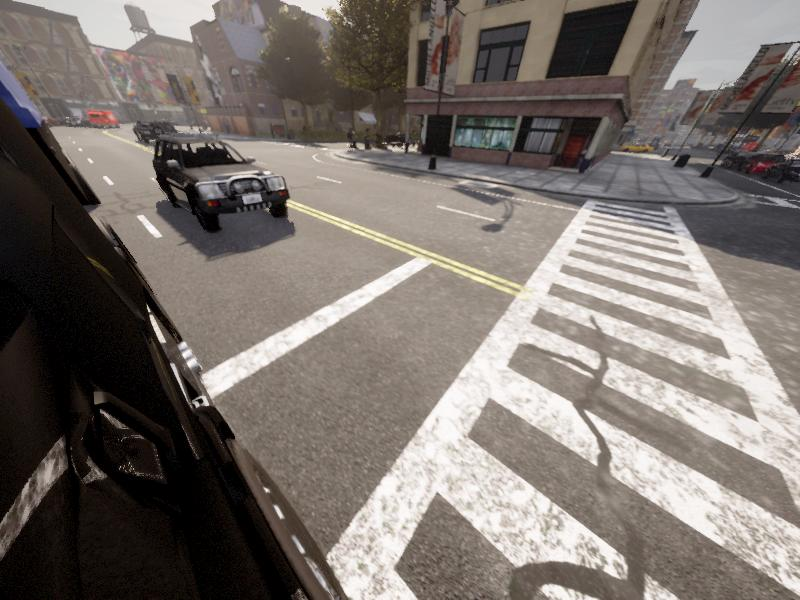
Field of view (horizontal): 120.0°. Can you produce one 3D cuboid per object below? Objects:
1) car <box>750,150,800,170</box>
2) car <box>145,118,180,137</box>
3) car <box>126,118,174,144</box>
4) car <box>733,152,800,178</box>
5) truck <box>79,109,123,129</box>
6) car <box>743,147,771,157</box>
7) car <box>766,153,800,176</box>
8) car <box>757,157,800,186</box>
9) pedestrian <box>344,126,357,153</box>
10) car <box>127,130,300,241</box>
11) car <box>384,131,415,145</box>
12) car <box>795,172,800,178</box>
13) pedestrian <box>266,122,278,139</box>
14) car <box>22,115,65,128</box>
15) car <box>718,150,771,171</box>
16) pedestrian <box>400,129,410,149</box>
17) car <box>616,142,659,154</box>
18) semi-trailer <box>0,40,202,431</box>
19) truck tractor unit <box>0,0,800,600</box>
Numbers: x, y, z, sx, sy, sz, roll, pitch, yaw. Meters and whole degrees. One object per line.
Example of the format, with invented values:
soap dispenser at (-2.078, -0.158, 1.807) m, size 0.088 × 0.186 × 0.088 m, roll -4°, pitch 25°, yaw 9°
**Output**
car at (43.311, -16.214, 26.730) m, size 1.851 × 1.617 × 3.988 m, roll 28°, pitch 44°, yaw 30°
car at (-31.868, -23.197, 30.994) m, size 4.605 × 1.855 × 1.932 m, roll 29°, pitch 44°, yaw 30°
car at (-24.289, -16.409, 22.423) m, size 4.605 × 1.855 × 1.932 m, roll 29°, pitch 44°, yaw 30°
car at (32.930, -12.305, 20.914) m, size 2.007 × 1.525 × 4.514 m, roll 28°, pitch 44°, yaw 30°
truck at (-51.719, -31.367, 40.126) m, size 2.627 × 2.467 × 5.204 m, roll -16°, pitch 41°, yaw -24°
car at (80.120, -33.251, 51.893) m, size 1.845 × 1.501 × 3.633 m, roll 20°, pitch 40°, yaw 22°
car at (39.063, -13.248, 22.578) m, size 2.128 × 1.511 × 4.902 m, roll 28°, pitch 44°, yaw 30°
car at (28.709, -9.322, 16.731) m, size 1.812 × 1.442 × 4.674 m, roll 28°, pitch 44°, yaw 30°
pedestrian at (-4.403, -14.244, 20.532) m, size 0.751 × 1.860 × 0.751 m, roll -24°, pitch 45°, yaw -31°
car at (-5.072, -3.370, 6.264) m, size 4.605 × 1.855 × 1.932 m, roll 27°, pitch 43°, yaw 30°
car at (0.000, -25.197, 35.908) m, size 1.930 × 1.638 × 5.238 m, roll 28°, pitch 44°, yaw 30°
car at (34.795, -10.252, 18.425) m, size 1.994 × 1.385 × 4.181 m, roll 28°, pitch 44°, yaw 30°
pedestrian at (-17.268, -22.865, 31.209) m, size 0.751 × 1.860 × 0.751 m, roll 12°, pitch 38°, yaw 12°
car at (-56.993, -28.717, 37.100) m, size 2.002 × 1.452 × 4.674 m, roll -18°, pitch 41°, yaw -25°
car at (37.092, -15.189, 25.056) m, size 1.837 × 1.490 × 4.892 m, roll 28°, pitch 43°, yaw 29°
pedestrian at (0.517, -18.272, 26.221) m, size 0.751 × 1.860 × 0.751 m, roll 30°, pitch 45°, yaw 31°
car at (44.511, -28.681, 43.465) m, size 5.366 × 1.575 × 1.801 m, roll 15°, pitch 38°, yaw 15°
semi-trailer at (-8.720, -3.593, 4.201) m, size 14.254 × 4.402 × 2.717 m, roll 28°, pitch 44°, yaw 29°
truck tractor unit at (-2.645, -0.295, 0.351) m, size 6.516 × 4.208 × 3.053 m, roll 28°, pitch 44°, yaw 30°
